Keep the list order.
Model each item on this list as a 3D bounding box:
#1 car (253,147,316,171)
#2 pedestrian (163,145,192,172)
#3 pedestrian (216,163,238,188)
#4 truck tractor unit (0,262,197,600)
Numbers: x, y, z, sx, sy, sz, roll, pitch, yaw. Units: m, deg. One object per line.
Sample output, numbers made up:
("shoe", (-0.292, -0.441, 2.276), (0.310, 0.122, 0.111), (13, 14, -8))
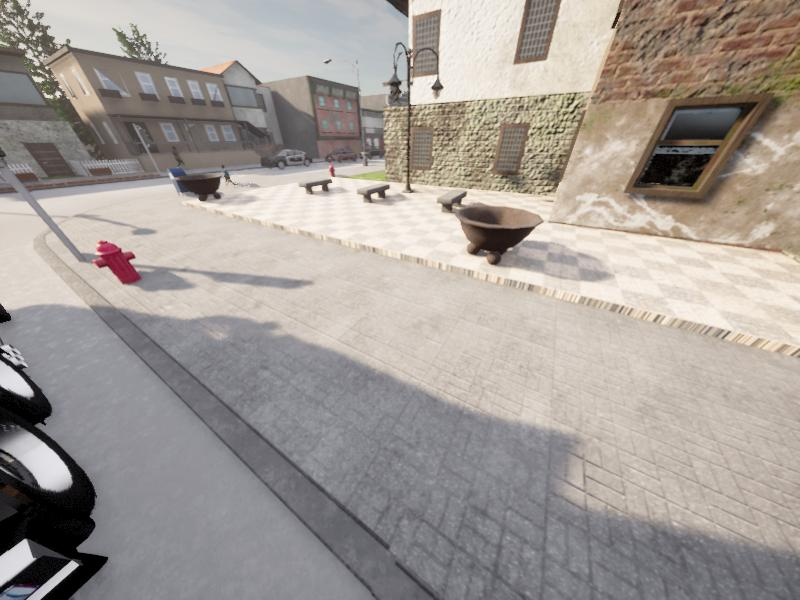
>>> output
("car", (-10.983, -13.837, 22.487), (1.930, 1.638, 5.238), (18, 39, 24))
("pedestrian", (-18.187, -11.605, 18.934), (0.751, 1.860, 0.751), (10, 36, 15))
("pedestrian", (-9.408, -6.783, 12.596), (0.500, 1.100, 0.500), (28, 44, 35))
("truck tractor unit", (-5.104, -0.308, 0.779), (6.516, 4.208, 3.053), (19, 39, 24))
